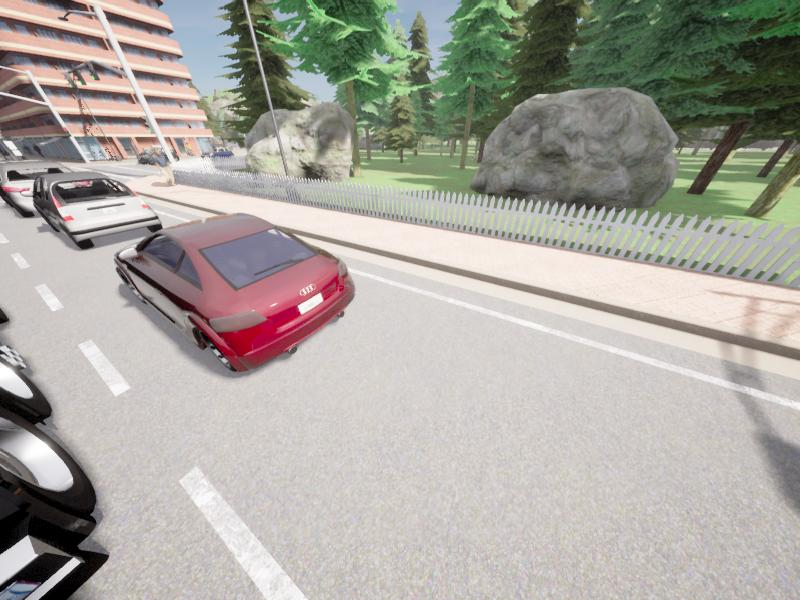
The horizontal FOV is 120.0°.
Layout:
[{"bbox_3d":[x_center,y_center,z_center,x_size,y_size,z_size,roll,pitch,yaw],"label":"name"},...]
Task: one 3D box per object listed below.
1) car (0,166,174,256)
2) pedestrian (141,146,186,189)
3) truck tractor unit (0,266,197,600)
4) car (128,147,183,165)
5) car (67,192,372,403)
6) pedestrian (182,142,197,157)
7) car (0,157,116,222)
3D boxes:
[{"bbox_3d":[-8.951,-2.772,6.640,3.988,1.617,1.851,18,39,25],"label":"car"},{"bbox_3d":[-12.416,-6.978,12.178,0.751,1.860,0.751,19,39,25],"label":"pedestrian"},{"bbox_3d":[-5.114,-0.298,0.774,6.516,4.208,3.053,18,39,24],"label":"truck tractor unit"},{"bbox_3d":[-27.803,-16.503,26.451,1.789,1.549,3.705,11,36,15],"label":"car"},{"bbox_3d":[-2.772,-0.594,3.675,4.181,1.385,1.994,20,40,26],"label":"car"},{"bbox_3d":[-31.627,-22.670,34.762,0.751,1.860,0.751,5,35,8],"label":"pedestrian"},{"bbox_3d":[-14.321,-4.609,9.262,4.611,1.667,2.242,19,39,25],"label":"car"}]
